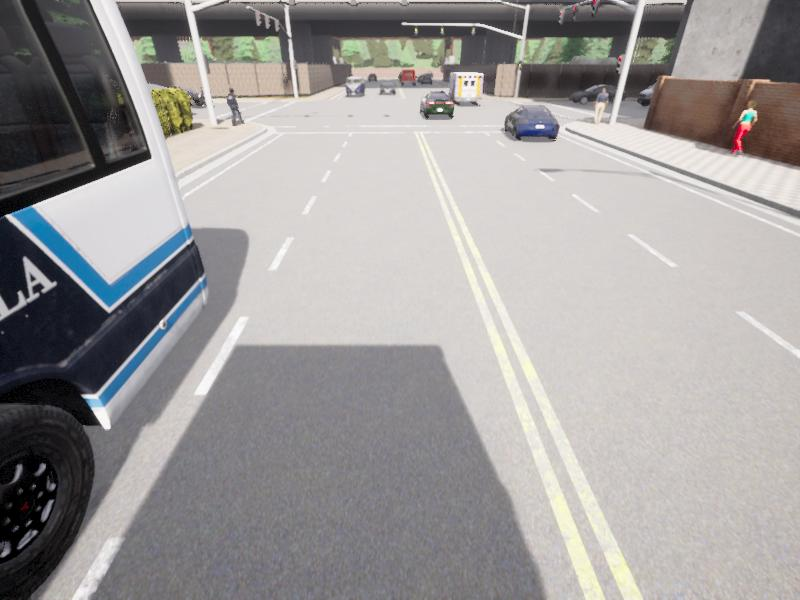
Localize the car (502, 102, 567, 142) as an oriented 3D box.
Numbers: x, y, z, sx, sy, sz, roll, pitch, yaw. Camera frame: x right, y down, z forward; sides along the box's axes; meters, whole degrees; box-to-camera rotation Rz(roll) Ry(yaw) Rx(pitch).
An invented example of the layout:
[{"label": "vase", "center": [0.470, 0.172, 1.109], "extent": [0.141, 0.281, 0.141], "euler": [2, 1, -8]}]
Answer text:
[{"label": "car", "center": [6.479, -8.892, 19.821], "extent": [1.994, 1.385, 4.181], "euler": [2, 30, 3]}]

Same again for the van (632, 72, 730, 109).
[{"label": "van", "center": [22.796, -17.156, 32.683], "extent": [5.915, 2.561, 1.988], "euler": [0, 30, -1]}]

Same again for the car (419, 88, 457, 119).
[{"label": "car", "center": [2.537, -13.750, 27.907], "extent": [2.038, 1.542, 4.974], "euler": [-1, 31, -1]}]

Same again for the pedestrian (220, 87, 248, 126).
[{"label": "pedestrian", "center": [-8.921, -10.431, 21.584], "extent": [0.751, 1.860, 0.751], "euler": [7, 31, 12]}]

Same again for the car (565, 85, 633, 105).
[{"label": "car", "center": [17.766, -18.439, 35.902], "extent": [4.892, 1.490, 1.837], "euler": [0, 30, 0]}]

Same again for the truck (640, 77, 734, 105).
[{"label": "truck", "center": [25.536, -18.758, 35.858], "extent": [6.274, 2.098, 2.390], "euler": [-1, 30, -1]}]

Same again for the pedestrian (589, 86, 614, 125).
[{"label": "pedestrian", "center": [11.082, -10.726, 22.077], "extent": [0.751, 1.860, 0.751], "euler": [10, 32, 16]}]

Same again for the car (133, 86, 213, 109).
[{"label": "car", "center": [-18.191, -16.338, 32.239], "extent": [4.974, 1.542, 2.038], "euler": [-1, 30, 0]}]

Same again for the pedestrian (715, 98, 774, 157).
[{"label": "pedestrian", "center": [12.380, -6.217, 14.427], "extent": [0.751, 1.860, 0.751], "euler": [-1, 30, -2]}]

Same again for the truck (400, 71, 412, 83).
[{"label": "truck", "center": [1.191, -46.322, 83.004], "extent": [2.390, 2.098, 6.274], "euler": [-1, 30, -1]}]

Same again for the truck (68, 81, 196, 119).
[{"label": "truck", "center": [-17.219, -13.062, 26.091], "extent": [6.274, 2.098, 2.390], "euler": [-1, 30, -1]}]

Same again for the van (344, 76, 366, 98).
[{"label": "van", "center": [-4.989, -23.802, 44.661], "extent": [1.775, 1.987, 4.442], "euler": [1, 30, 1]}]

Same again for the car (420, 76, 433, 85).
[{"label": "car", "center": [4.897, -41.051, 74.712], "extent": [1.994, 1.385, 4.181], "euler": [-1, 30, -1]}]

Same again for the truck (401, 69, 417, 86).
[{"label": "truck", "center": [1.482, -39.476, 70.950], "extent": [2.627, 2.467, 5.204], "euler": [-1, 30, -1]}]

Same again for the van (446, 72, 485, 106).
[{"label": "van", "center": [5.818, -19.403, 36.654], "extent": [2.351, 2.431, 6.366], "euler": [-1, 30, -1]}]

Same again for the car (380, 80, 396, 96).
[{"label": "car", "center": [-1.487, -25.732, 48.497], "extent": [1.812, 1.442, 4.674], "euler": [-1, 30, -1]}]
